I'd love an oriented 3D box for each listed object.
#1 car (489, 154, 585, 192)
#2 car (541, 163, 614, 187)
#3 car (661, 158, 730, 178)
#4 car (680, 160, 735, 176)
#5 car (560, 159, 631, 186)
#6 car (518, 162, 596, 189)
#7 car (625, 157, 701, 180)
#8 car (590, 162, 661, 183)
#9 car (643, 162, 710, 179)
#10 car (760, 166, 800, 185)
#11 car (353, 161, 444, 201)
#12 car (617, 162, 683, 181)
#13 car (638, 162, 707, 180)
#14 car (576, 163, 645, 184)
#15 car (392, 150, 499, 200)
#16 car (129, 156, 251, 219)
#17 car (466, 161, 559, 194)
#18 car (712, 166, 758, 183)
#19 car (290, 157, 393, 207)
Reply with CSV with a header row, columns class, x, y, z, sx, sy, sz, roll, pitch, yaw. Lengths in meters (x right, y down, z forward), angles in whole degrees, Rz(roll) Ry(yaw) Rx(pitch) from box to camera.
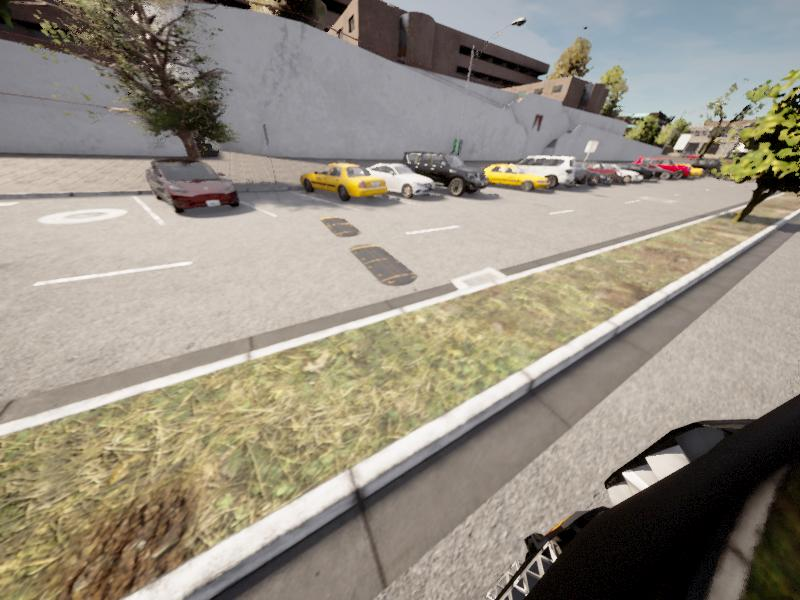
class,x,y,z,sx,sy,sz,roll,pitch,yaw
car,10.217,-9.846,17.663,5.566,2.045,2.435,26,40,32
car,15.467,-11.086,20.359,4.674,1.452,2.002,26,40,32
car,41.595,-18.890,32.847,5.566,2.045,2.435,26,41,32
car,46.869,-20.258,35.426,4.553,1.767,2.185,26,41,32
car,18.063,-11.989,21.548,4.553,1.767,2.185,26,40,32
car,12.821,-10.355,19.088,4.792,1.488,2.163,26,41,32
car,31.189,-15.862,27.764,5.566,2.045,2.435,26,40,32
car,23.315,-13.380,24.121,5.008,1.535,2.097,26,41,32
car,36.243,-17.240,30.536,5.366,1.575,1.946,26,41,32
car,44.708,-14.460,26.745,4.611,1.667,2.242,-16,38,-25
car,-0.235,-6.660,12.692,4.674,1.452,2.002,26,40,32
car,28.567,-14.868,26.653,4.792,1.488,2.163,26,40,32
car,33.916,-16.351,29.076,5.366,1.575,1.946,26,40,32
car,20.695,-12.594,22.887,4.674,1.452,2.002,26,40,32
car,2.419,-7.618,13.805,5.566,2.045,2.435,26,40,32
car,-8.055,-4.491,8.807,4.792,1.488,2.163,26,39,32
car,7.756,-8.821,16.413,5.366,1.575,1.946,26,40,32
car,39.110,-14.699,26.939,4.892,1.490,1.837,-16,38,-25
car,-2.992,-6.036,11.474,5.366,1.575,1.946,26,40,32
